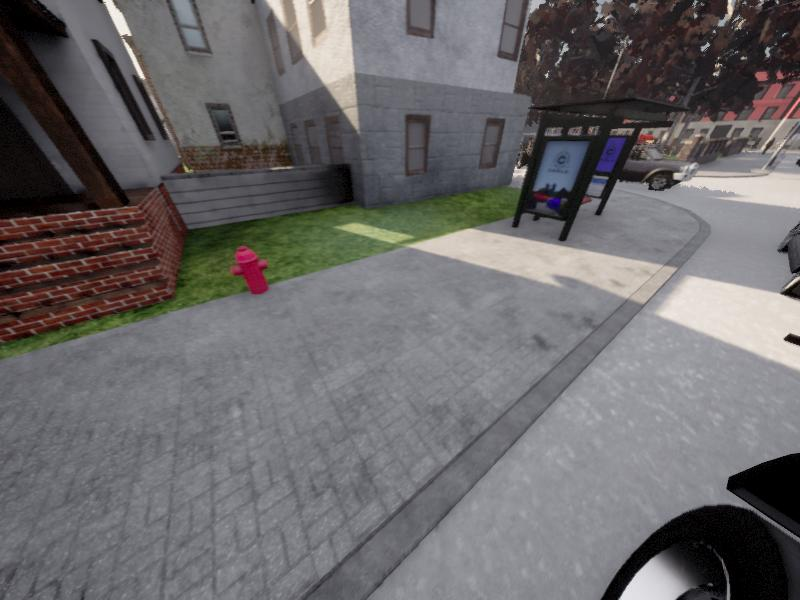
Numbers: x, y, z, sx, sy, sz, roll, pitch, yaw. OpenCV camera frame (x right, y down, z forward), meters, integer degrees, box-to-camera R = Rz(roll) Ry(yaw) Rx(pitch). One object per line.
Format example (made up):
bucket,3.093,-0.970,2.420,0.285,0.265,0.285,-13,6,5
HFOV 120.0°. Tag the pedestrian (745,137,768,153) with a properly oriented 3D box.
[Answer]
pedestrian,49.322,-21.453,31.955,0.751,1.860,0.751,-10,36,-13

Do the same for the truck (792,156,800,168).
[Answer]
truck,35.197,-12.178,18.656,5.204,2.467,2.627,-22,41,-28

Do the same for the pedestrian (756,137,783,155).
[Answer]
pedestrian,46.738,-19.508,29.226,0.751,1.860,0.751,4,35,6

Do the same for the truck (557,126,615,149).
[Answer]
truck,39.719,-34.995,49.739,2.891,3.827,8.468,-22,41,-28

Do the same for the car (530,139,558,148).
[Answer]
car,34.854,-38.112,56.109,2.152,1.651,5.027,-22,41,-28

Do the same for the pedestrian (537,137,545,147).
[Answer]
pedestrian,31.979,-35.838,52.489,0.751,1.860,0.751,-22,41,-28

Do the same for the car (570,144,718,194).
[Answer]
car,12.208,-7.003,12.072,1.932,1.855,4.605,-20,39,-26

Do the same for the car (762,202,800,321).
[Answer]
car,8.270,-0.848,3.711,4.902,1.511,2.128,-24,42,-30

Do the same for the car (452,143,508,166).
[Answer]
car,7.898,-14.762,23.312,2.033,1.649,4.856,-23,41,-29

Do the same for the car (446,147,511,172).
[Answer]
car,6.332,-11.799,19.248,1.837,1.490,4.892,-22,41,-28

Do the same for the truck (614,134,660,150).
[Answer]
truck,44.960,-30.129,43.974,2.627,2.467,5.204,-23,41,-28

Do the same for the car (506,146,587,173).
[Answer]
car,11.587,-11.482,18.734,2.128,1.511,4.902,-22,41,-28
